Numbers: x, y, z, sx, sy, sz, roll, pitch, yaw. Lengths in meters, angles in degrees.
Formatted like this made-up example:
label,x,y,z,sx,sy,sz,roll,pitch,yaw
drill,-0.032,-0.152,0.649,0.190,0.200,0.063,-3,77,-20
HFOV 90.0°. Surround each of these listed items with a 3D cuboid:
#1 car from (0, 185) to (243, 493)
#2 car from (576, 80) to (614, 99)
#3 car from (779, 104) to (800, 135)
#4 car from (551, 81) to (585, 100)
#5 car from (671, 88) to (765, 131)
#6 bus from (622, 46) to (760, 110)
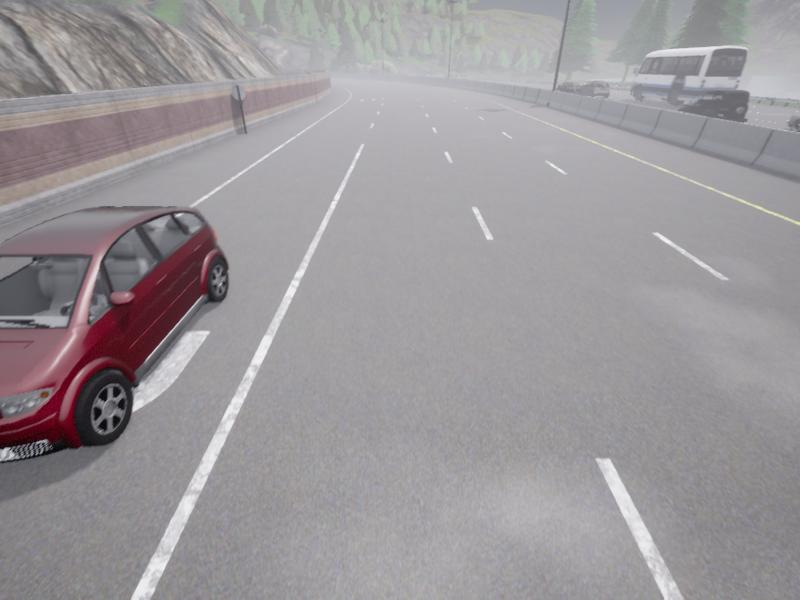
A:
label,x,y,z,sx,sy,sz,roll,pitch,yaw
car,-3.441,-0.028,4.488,1.789,1.549,3.705,0,30,0
car,20.819,-22.594,42.910,1.851,1.617,3.988,-2,30,-3
car,21.115,-8.335,18.904,1.895,1.301,4.718,0,30,0
car,17.395,-21.807,41.620,1.789,1.549,3.705,-1,30,-3
car,17.631,-10.786,22.496,1.905,1.878,3.866,0,30,0
bus,24.516,-19.465,34.961,3.944,4.253,10.273,0,30,0
